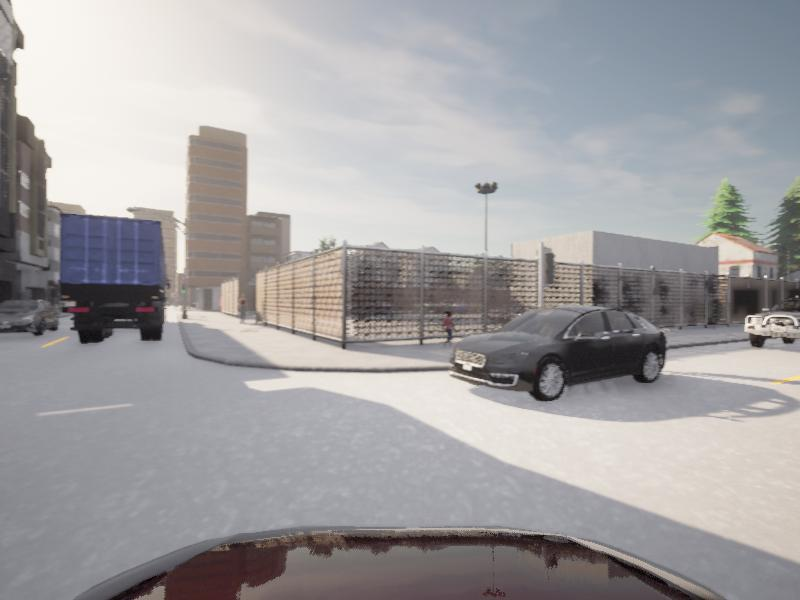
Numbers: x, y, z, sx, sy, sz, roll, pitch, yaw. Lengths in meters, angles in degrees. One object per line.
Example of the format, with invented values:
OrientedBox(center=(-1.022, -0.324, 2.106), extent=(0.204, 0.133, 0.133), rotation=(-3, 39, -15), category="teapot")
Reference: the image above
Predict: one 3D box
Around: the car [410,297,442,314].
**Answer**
OrientedBox(center=(3.034, 0.634, 47.277), extent=(1.905, 1.878, 3.866), rotation=(0, 0, -30), category="car")

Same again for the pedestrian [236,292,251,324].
OrientedBox(center=(-9.414, 0.482, 23.983), extent=(0.751, 1.860, 0.751), rotation=(0, 0, -28), category="pedestrian")

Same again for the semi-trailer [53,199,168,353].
OrientedBox(center=(-12.263, -0.691, 18.313), extent=(2.717, 4.402, 14.254), rotation=(0, 0, -30), category="semi-trailer")

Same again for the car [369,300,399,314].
OrientedBox(center=(-1.872, 0.770, 45.547), extent=(1.845, 1.501, 3.633), rotation=(0, 0, -30), category="car")

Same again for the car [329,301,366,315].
OrientedBox(center=(-5.732, 0.803, 42.870), extent=(2.033, 1.415, 5.357), rotation=(0, 0, -30), category="car")

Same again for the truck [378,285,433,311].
OrientedBox(center=(0.943, -0.278, 63.304), extent=(8.468, 3.827, 2.891), rotation=(0, 0, -30), category="truck")

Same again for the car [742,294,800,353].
OrientedBox(center=(14.355, 0.761, 14.178), extent=(4.605, 1.855, 1.932), rotation=(1, 0, -30), category="car")

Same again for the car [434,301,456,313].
OrientedBox(center=(5.338, 0.859, 47.597), extent=(1.481, 1.379, 2.207), rotation=(0, 0, -30), category="car")

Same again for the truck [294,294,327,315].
OrientedBox(center=(-9.251, 0.466, 41.050), extent=(2.069, 2.038, 4.478), rotation=(0, 0, -30), category="truck")

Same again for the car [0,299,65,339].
OrientedBox(center=(-16.442, 0.726, 17.494), extent=(2.007, 1.525, 4.514), rotation=(0, 0, -30), category="car")

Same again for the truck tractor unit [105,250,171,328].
OrientedBox(center=(-16.196, -0.606, 25.184), extent=(3.053, 4.208, 6.516), rotation=(0, 0, -30), category="truck tractor unit")

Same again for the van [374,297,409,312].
OrientedBox(center=(-1.203, 0.600, 57.467), extent=(4.480, 2.038, 2.069), rotation=(0, 0, -30), category="van")

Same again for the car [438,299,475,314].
OrientedBox(center=(6.886, 0.767, 49.183), extent=(2.242, 1.667, 4.611), rotation=(0, 0, -30), category="car")

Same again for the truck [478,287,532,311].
OrientedBox(center=(17.612, -0.159, 67.265), extent=(8.468, 3.827, 2.891), rotation=(0, 0, -18), category="truck")

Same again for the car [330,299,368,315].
OrientedBox(center=(-5.455, 0.733, 42.844), extent=(3.705, 1.547, 1.789), rotation=(0, 0, -30), category="car")

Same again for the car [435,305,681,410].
OrientedBox(center=(3.226, 0.871, 7.837), extent=(4.892, 1.490, 1.837), rotation=(0, 0, -30), category="car")

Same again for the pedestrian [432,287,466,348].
OrientedBox(center=(1.554, 0.543, 12.699), extent=(0.751, 1.860, 0.751), rotation=(0, 0, -44), category="pedestrian")

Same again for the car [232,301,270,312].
OrientedBox(center=(-19.247, 0.806, 51.716), extent=(4.181, 1.385, 1.994), rotation=(1, 0, -31), category="car")
